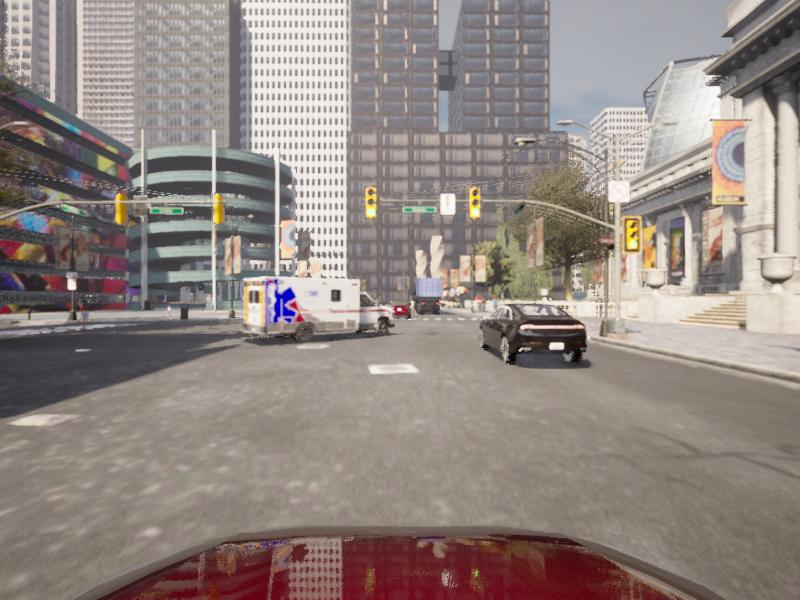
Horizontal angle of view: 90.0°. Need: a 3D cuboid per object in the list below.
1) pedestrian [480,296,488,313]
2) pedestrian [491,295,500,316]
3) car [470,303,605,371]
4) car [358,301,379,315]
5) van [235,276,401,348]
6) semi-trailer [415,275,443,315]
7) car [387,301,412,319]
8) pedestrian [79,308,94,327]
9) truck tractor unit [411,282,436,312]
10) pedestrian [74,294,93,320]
[{"bbox_3d":[9.461,0.516,45.037,0.751,1.860,0.751,0,0,8],"label":"pedestrian"},{"bbox_3d":[8.977,0.511,37.603,0.751,1.860,0.751,0,0,8],"label":"pedestrian"},{"bbox_3d":[3.509,0.841,11.411,2.128,1.511,4.902,0,0,0],"label":"car"},{"bbox_3d":[-3.491,0.860,45.337,2.007,1.525,4.514,0,0,0],"label":"car"},{"bbox_3d":[-3.149,0.389,16.517,6.366,2.431,2.351,0,1,-40],"label":"van"},{"bbox_3d":[3.416,-0.581,51.218,2.717,4.402,14.254,0,0,1],"label":"semi-trailer"},{"bbox_3d":[-0.017,0.877,37.156,2.163,1.488,4.792,0,0,1],"label":"car"},{"bbox_3d":[-18.793,1.034,23.964,0.500,1.100,0.500,0,0,0],"label":"pedestrian"},{"bbox_3d":[3.410,-0.476,59.130,3.053,4.208,6.516,0,0,-2],"label":"truck tractor unit"},{"bbox_3d":[-23.236,0.506,29.384,0.751,1.860,0.751,0,0,11],"label":"pedestrian"}]
